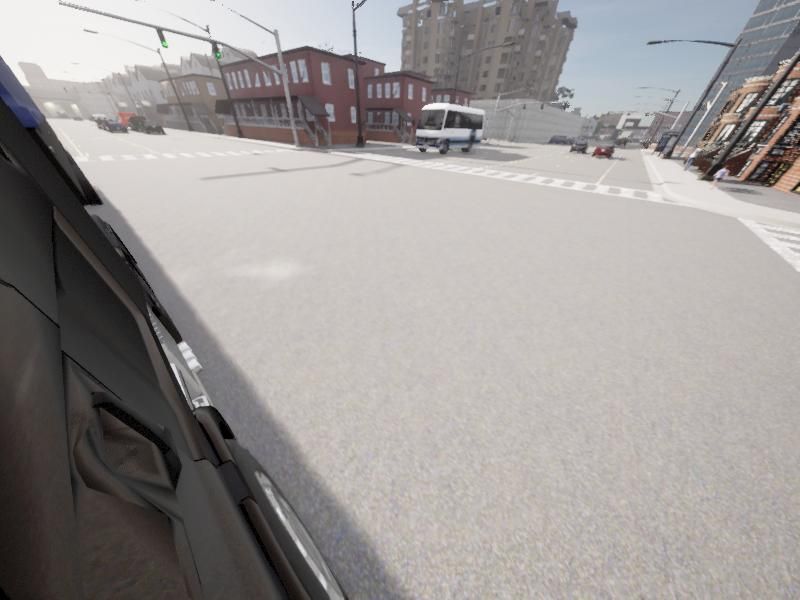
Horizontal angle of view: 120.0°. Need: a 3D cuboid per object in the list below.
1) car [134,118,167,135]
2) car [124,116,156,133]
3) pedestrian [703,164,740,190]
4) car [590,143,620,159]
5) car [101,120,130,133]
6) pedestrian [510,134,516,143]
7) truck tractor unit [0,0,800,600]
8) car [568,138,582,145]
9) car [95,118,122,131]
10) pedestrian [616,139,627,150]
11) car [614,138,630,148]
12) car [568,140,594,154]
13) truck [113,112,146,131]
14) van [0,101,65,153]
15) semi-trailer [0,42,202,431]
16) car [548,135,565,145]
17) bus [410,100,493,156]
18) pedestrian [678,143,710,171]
[{"bbox_3d":[-37.375,-25.995,34.603,4.553,1.767,2.097,28,44,30],"label":"car"},{"bbox_3d":[-42.921,-29.034,38.114,5.566,2.045,2.150,28,44,30],"label":"car"},{"bbox_3d":[16.582,-6.364,11.940,0.500,1.100,0.500,20,40,22],"label":"pedestrian"},{"bbox_3d":[26.738,-19.495,30.068,2.163,1.488,4.792,28,44,30],"label":"car"},{"bbox_3d":[-42.047,-25.593,34.075,4.674,1.442,1.812,28,44,30],"label":"car"},{"bbox_3d":[27.464,-39.285,56.170,0.751,1.860,0.751,32,46,33],"label":"pedestrian"},{"bbox_3d":[-2.645,-0.295,0.351,6.516,4.208,3.053,28,44,30],"label":"truck tractor unit"},{"bbox_3d":[49.496,-44.878,65.301,1.882,1.535,5.008,28,44,30],"label":"car"},{"bbox_3d":[-47.290,-28.459,37.449,3.988,1.617,1.851,28,44,30],"label":"car"},{"bbox_3d":[47.049,-33.066,49.067,0.751,1.860,0.751,21,41,23],"label":"pedestrian"},{"bbox_3d":[59.378,-42.059,61.716,2.150,2.045,5.566,28,44,30],"label":"car"},{"bbox_3d":[27.350,-23.136,34.943,2.128,1.511,4.902,28,44,30],"label":"car"},{"bbox_3d":[-48.999,-32.363,41.839,5.204,2.467,2.627,29,44,31],"label":"truck"},{"bbox_3d":[-25.999,-12.027,16.016,5.915,2.561,1.988,28,44,30],"label":"van"},{"bbox_3d":[-8.705,-3.593,4.231,14.254,4.402,2.717,28,44,30],"label":"semi-trailer"},{"bbox_3d":[42.303,-43.400,62.472,2.150,2.045,5.566,28,44,30],"label":"car"},{"bbox_3d":[6.007,-19.226,26.141,3.944,4.253,10.273,28,44,30],"label":"bus"},{"bbox_3d":[23.575,-11.485,18.568,0.751,1.860,0.751,30,44,31],"label":"pedestrian"}]
